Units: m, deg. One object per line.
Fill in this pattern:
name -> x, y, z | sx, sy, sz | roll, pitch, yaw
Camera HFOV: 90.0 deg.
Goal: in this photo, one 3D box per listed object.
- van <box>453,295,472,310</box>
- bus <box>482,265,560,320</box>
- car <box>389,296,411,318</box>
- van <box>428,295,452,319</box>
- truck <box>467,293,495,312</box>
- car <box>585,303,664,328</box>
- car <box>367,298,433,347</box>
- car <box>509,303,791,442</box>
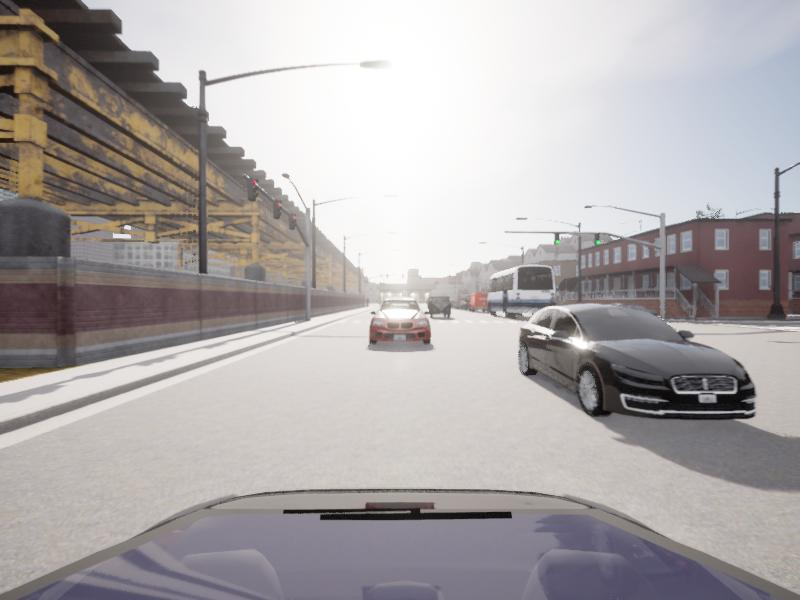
van -> 10.508, 0.348, 67.749 | 2.351, 2.431, 6.366 | 0, 0, 0
bus -> 10.383, -0.555, 35.989 | 3.944, 4.253, 10.273 | 0, -1, 0
car -> 0.000, 0.630, 35.960 | 1.905, 1.878, 3.866 | 0, 0, 0
van -> 3.504, 0.583, 35.776 | 1.775, 1.987, 4.442 | 0, 0, 0
truck -> 10.505, 0.331, 52.554 | 2.627, 2.467, 5.204 | 0, 0, 0
car -> 14.004, 0.883, 25.396 | 2.033, 1.411, 5.357 | 0, 0, 0
car -> 0.002, 0.749, 15.733 | 2.242, 1.667, 4.611 | 0, 0, 0
car -> 3.500, 0.839, 6.979 | 1.837, 1.490, 4.892 | 0, 1, 0
